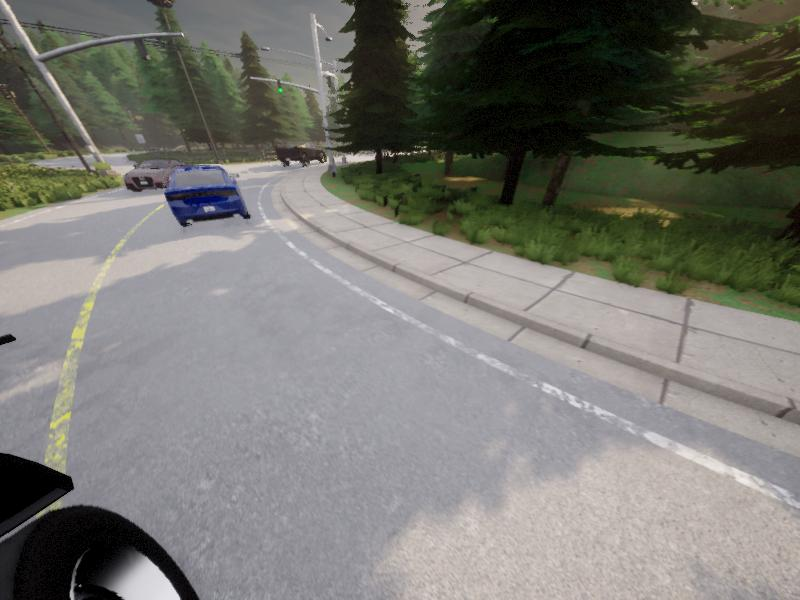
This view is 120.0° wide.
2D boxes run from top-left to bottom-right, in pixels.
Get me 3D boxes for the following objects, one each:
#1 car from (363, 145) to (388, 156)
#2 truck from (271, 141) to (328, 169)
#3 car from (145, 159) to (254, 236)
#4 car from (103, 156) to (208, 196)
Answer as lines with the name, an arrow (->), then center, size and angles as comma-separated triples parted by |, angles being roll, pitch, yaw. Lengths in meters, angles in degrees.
car -> -4.333, -27.096, 41.828 | 2.128, 1.511, 4.902 | 17, 38, 22
truck -> -9.954, -15.069, 23.799 | 2.390, 2.098, 6.274 | 5, 35, 7
car -> -6.781, -3.930, 8.232 | 1.882, 1.535, 5.008 | -20, 39, -26
car -> -12.627, -6.789, 12.412 | 1.994, 1.385, 4.181 | -8, 36, -13
